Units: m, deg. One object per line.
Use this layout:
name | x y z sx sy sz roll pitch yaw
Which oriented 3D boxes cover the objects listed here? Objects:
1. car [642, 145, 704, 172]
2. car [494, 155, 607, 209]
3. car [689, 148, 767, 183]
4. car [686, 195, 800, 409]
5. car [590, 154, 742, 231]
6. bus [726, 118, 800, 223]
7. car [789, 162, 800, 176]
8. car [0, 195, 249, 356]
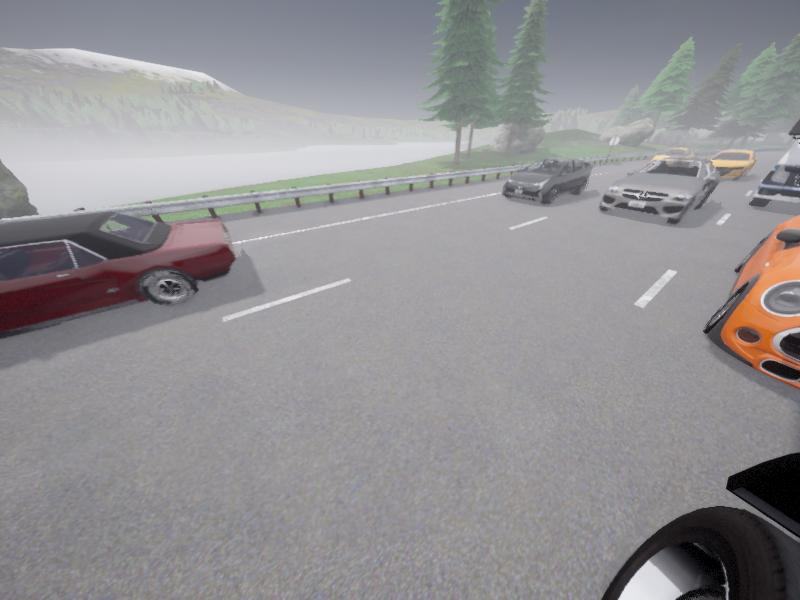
car | 22.607 -11.788 19.107 5.366 1.575 1.801 -21 40 -26
car | 6.567 -5.310 10.078 4.514 1.525 2.007 -22 41 -28
car | 20.929 -8.659 14.716 5.008 1.535 1.882 -22 40 -27
car | 6.018 -0.274 2.717 4.553 1.767 2.097 -22 41 -28
car | 9.408 -4.042 8.174 5.027 1.651 2.152 -22 41 -28
bus | 17.460 -5.852 8.385 10.273 4.253 3.944 -23 41 -27
car | 29.441 -9.465 15.682 4.611 1.667 2.242 -20 39 -25
car | -5.257 -0.417 3.421 4.718 1.301 1.895 -22 41 -28
